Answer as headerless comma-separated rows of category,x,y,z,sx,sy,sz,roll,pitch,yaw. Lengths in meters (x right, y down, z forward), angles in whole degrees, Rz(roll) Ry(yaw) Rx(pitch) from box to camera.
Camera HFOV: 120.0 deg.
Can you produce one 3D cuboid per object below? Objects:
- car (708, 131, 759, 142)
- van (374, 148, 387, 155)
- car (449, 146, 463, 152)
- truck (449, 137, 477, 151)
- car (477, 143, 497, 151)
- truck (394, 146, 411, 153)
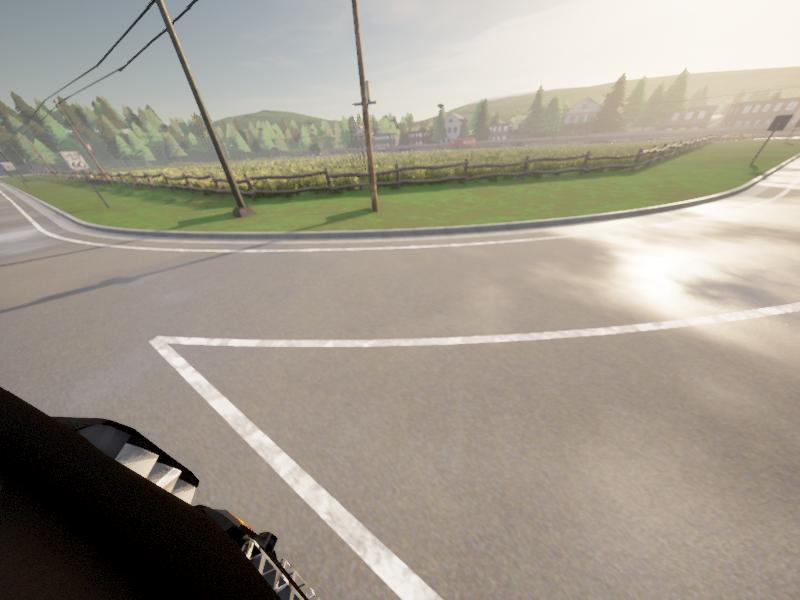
car,67.200,-33.010,46.713,5.366,1.575,1.801,17,39,28
van,-7.670,-58.965,91.494,4.480,2.038,2.069,17,39,28
car,18.928,-50.985,77.804,4.193,1.474,1.816,17,39,28
truck,22.076,-54.964,81.411,8.468,3.827,2.891,17,39,28
car,26.474,-46.551,70.372,5.238,1.638,1.930,17,39,28
truck,0.986,-60.082,92.404,6.274,2.098,2.390,17,39,28
